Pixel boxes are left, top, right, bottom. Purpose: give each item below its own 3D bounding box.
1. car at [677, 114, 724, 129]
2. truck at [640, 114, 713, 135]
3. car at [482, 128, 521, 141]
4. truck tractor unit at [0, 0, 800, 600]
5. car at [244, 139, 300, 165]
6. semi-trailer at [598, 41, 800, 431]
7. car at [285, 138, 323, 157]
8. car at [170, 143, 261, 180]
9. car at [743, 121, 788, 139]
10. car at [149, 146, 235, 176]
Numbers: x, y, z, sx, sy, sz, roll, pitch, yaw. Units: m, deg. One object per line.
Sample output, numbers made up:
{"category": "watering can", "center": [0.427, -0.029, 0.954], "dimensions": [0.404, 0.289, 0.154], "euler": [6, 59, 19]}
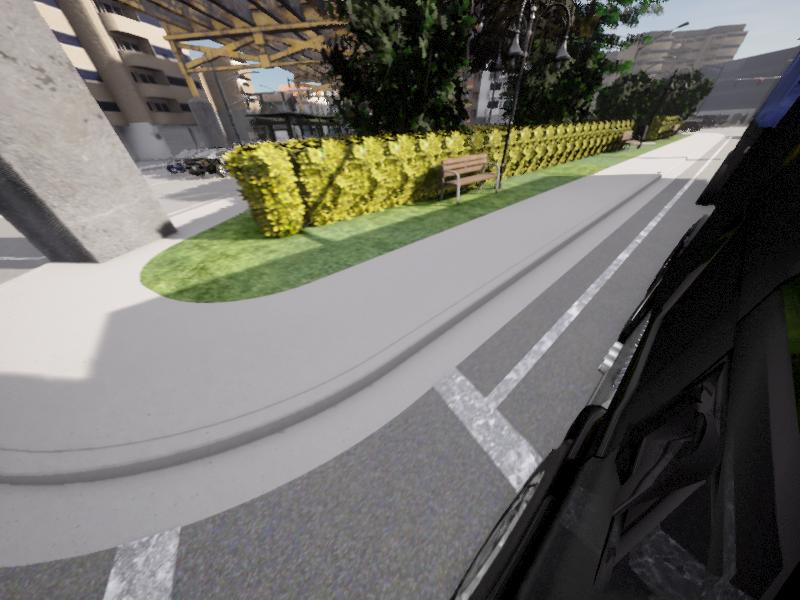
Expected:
{"category": "car", "center": [58.921, -35.137, 45.567], "dimensions": [2.150, 2.045, 5.566], "euler": [1, 36, 4]}
{"category": "truck", "center": [39.445, -25.174, 33.185], "dimensions": [6.274, 2.098, 2.390], "euler": [1, 37, 5]}
{"category": "car", "center": [15.550, -25.616, 35.728], "dimensions": [4.902, 1.511, 2.128], "euler": [2, 37, 6]}
{"category": "truck tractor unit", "center": [2.645, -0.295, 0.352], "dimensions": [6.516, 4.208, 3.053], "euler": [-28, 44, -30]}
{"category": "car", "center": [-11.880, -14.101, 21.909], "dimensions": [2.152, 1.651, 5.027], "euler": [1, 37, 5]}
{"category": "semi-trailer", "center": [8.691, -3.601, 4.247], "dimensions": [14.254, 4.402, 2.717], "euler": [-28, 44, -30]}
{"category": "car", "center": [-11.244, -18.310, 27.581], "dimensions": [2.038, 1.542, 4.974], "euler": [1, 37, 6]}
{"category": "car", "center": [-12.555, -9.902, 16.315], "dimensions": [1.930, 1.638, 5.238], "euler": [1, 37, 5]}
{"category": "car", "center": [36.496, -17.083, 23.190], "dimensions": [4.718, 1.301, 1.895], "euler": [-29, 44, -31]}
{"category": "car", "center": [-15.874, -10.977, 18.092], "dimensions": [2.163, 1.488, 4.792], "euler": [1, 37, 6]}
